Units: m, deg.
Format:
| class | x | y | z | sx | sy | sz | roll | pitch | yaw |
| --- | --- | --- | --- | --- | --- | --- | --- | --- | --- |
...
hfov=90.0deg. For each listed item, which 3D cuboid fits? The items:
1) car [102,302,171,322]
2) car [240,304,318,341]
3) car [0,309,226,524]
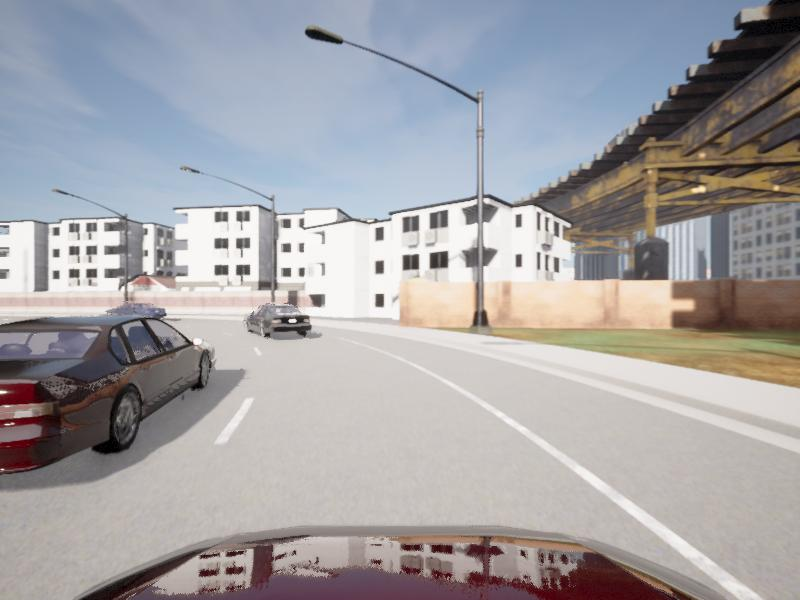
| class | x | y | z | sx | sy | sz | roll | pitch | yaw |
| --- | --- | --- | --- | --- | --- | --- | --- | --- | --- |
| car | -20.527 | 0.909 | 31.121 | 5.357 | 1.411 | 2.033 | 0 | 0 | 26 |
| car | -5.686 | 0.895 | 18.245 | 2.033 | 1.411 | 5.357 | 0 | 0 | -33 |
| car | -4.022 | 0.898 | 5.358 | 2.033 | 1.411 | 5.357 | 0 | 0 | -12 |
